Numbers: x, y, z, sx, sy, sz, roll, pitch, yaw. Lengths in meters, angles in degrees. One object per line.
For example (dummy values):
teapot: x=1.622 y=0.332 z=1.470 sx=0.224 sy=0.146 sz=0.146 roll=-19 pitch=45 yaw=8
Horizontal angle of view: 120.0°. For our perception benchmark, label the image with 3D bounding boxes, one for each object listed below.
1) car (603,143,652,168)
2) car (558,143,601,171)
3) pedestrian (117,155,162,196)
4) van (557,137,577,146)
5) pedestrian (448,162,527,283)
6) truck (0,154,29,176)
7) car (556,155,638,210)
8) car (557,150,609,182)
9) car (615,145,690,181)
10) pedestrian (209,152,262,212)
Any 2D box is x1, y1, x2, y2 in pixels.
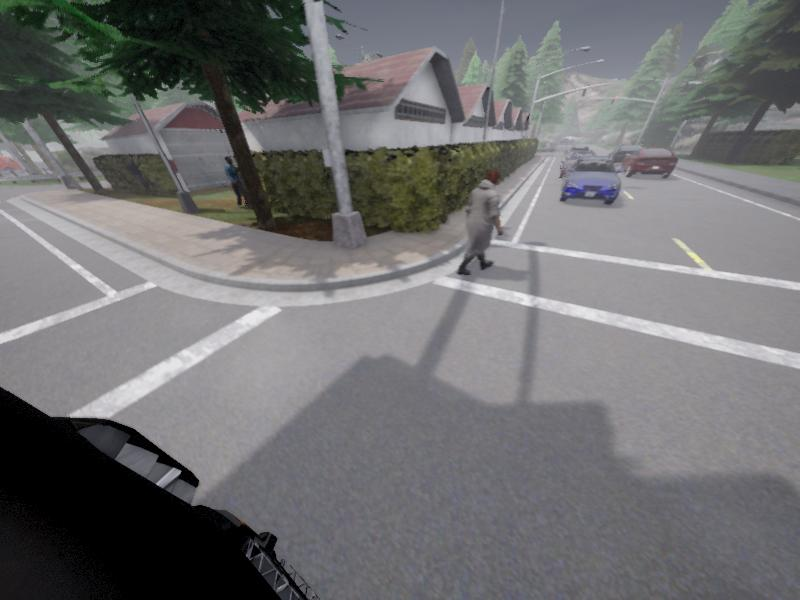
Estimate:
car: x=19.197 y=-12.430 z=19.753 sx=1.882 sy=1.535 sz=5.008 roll=17 pitch=39 yaw=25
car: x=14.743 y=-11.996 z=19.279 sx=2.152 sy=1.651 sz=5.027 roll=17 pitch=39 yaw=25
pedestrian: x=-14.168 y=-6.771 z=12.610 sx=0.751 sy=1.860 sz=0.751 roll=17 pitch=39 yaw=26
van: x=48.578 y=-46.185 z=67.156 sx=2.069 sy=2.038 sz=4.480 roll=-4 pitch=34 yaw=-3
pedestrian: x=1.432 y=-1.338 z=4.129 sx=0.751 sy=1.860 sz=0.751 roll=-9 pitch=35 yaw=-10
truck: x=-58.467 y=-19.133 z=32.857 sx=2.627 sy=2.467 sz=5.204 roll=17 pitch=39 yaw=26
car: x=7.939 y=-5.128 z=9.720 sx=1.816 sy=1.474 sz=4.193 roll=17 pitch=39 yaw=25
car: x=11.599 y=-8.719 z=14.875 sx=1.994 sy=1.385 sz=4.181 roll=17 pitch=39 yaw=26
car: x=15.486 y=-8.738 z=14.547 sx=1.882 sy=1.535 sz=5.008 roll=17 pitch=39 yaw=25
pedestrian: x=-6.053 y=-4.372 z=8.595 sx=0.751 sy=1.860 sz=0.751 roll=17 pitch=39 yaw=26
